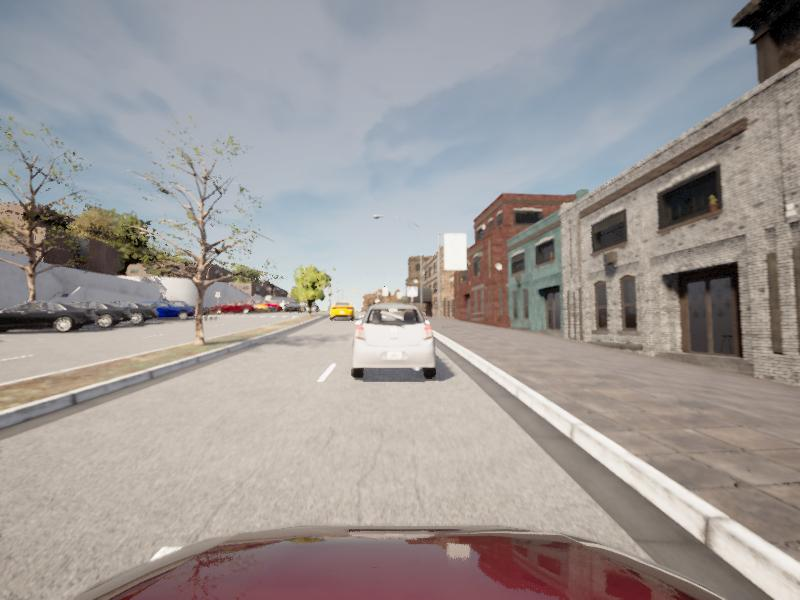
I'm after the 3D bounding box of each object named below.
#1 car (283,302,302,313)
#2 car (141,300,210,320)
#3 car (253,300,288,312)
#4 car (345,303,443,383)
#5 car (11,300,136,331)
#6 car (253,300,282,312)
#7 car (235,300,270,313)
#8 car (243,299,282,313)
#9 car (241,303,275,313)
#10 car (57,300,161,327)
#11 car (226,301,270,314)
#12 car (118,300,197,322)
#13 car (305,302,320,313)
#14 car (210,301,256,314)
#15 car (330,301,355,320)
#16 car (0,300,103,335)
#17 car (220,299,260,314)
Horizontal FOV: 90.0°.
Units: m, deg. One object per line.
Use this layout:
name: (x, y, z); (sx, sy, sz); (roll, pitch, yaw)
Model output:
car: (-16.586, 1.122, 61.940); (1.930, 1.638, 5.238); (0, -1, -6)
car: (-18.843, 0.799, 33.897); (5.008, 1.535, 2.097); (0, 0, -26)
car: (-22.465, 1.091, 69.408); (5.566, 2.045, 2.435); (0, -1, -26)
car: (-0.166, 0.822, 9.383); (1.845, 1.501, 3.633); (0, 0, -2)
car: (-17.736, 0.787, 22.114); (4.892, 1.521, 2.231); (-1, 0, -24)
car: (-22.038, 1.040, 66.514); (4.442, 1.987, 1.878); (0, -2, -26)
car: (-21.268, 0.942, 57.565); (4.553, 1.767, 2.185); (0, -1, -26)
car: (-21.818, 0.942, 63.520); (5.566, 2.045, 2.435); (0, -2, -26)
car: (-21.542, 1.166, 60.534); (4.674, 1.452, 2.002); (0, -1, -26)
car: (-17.979, 0.787, 25.063); (4.892, 1.521, 2.231); (-1, 0, -24)
car: (-20.774, 1.008, 54.702); (5.366, 1.575, 1.946); (0, -1, -26)
car: (-18.548, 0.792, 30.949); (5.008, 1.535, 2.097); (0, 0, -25)
car: (-13.617, 1.162, 62.372); (1.851, 1.617, 3.988); (0, -1, -6)
car: (-20.331, 0.922, 48.694); (5.008, 1.535, 2.097); (0, -1, -26)
car: (-4.844, 0.853, 34.131); (1.882, 1.535, 5.008); (0, 0, -5)
car: (-17.519, 0.789, 19.166); (4.892, 1.521, 2.231); (-1, 0, -23)
car: (-20.670, 0.839, 51.644); (4.553, 1.767, 2.185); (0, -1, -26)
